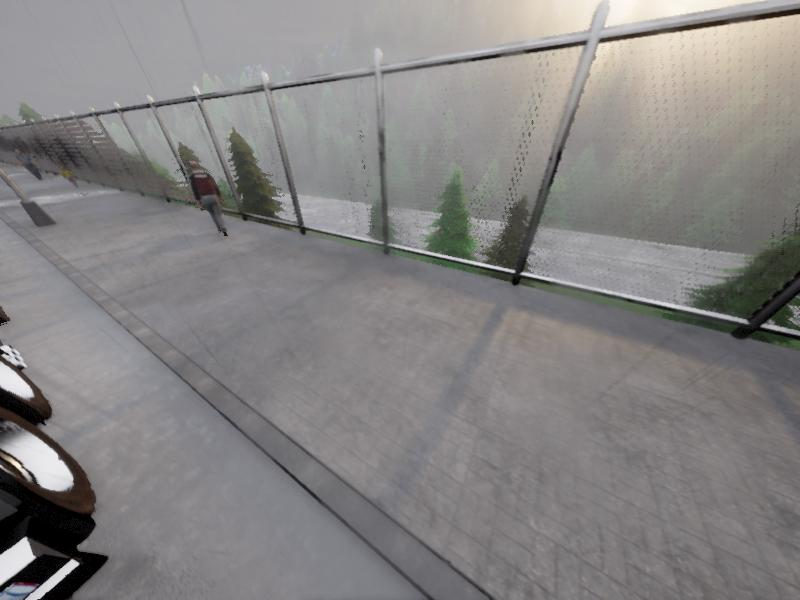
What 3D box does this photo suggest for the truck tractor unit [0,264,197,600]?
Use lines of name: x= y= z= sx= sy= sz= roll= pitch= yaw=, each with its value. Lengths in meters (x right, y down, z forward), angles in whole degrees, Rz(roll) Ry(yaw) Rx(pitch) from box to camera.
truck tractor unit: x=-5.111 y=-0.302 z=0.779 sx=6.516 sy=4.208 sz=3.053 roll=18 pitch=39 yaw=24

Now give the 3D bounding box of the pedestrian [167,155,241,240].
pedestrian: x=-4.983 y=-2.636 z=5.973 sx=0.751 sy=1.860 sz=0.751 roll=-26 pitch=42 yaw=-32

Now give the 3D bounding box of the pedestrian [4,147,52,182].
pedestrian: x=-23.514 y=-8.563 z=14.640 sx=0.751 sy=1.860 sz=0.751 roll=20 pitch=40 yaw=26

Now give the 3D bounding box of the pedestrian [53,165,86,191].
pedestrian: x=-17.495 y=-6.471 z=12.250 sx=0.500 sy=1.100 sz=0.500 roll=20 pitch=40 yaw=26
